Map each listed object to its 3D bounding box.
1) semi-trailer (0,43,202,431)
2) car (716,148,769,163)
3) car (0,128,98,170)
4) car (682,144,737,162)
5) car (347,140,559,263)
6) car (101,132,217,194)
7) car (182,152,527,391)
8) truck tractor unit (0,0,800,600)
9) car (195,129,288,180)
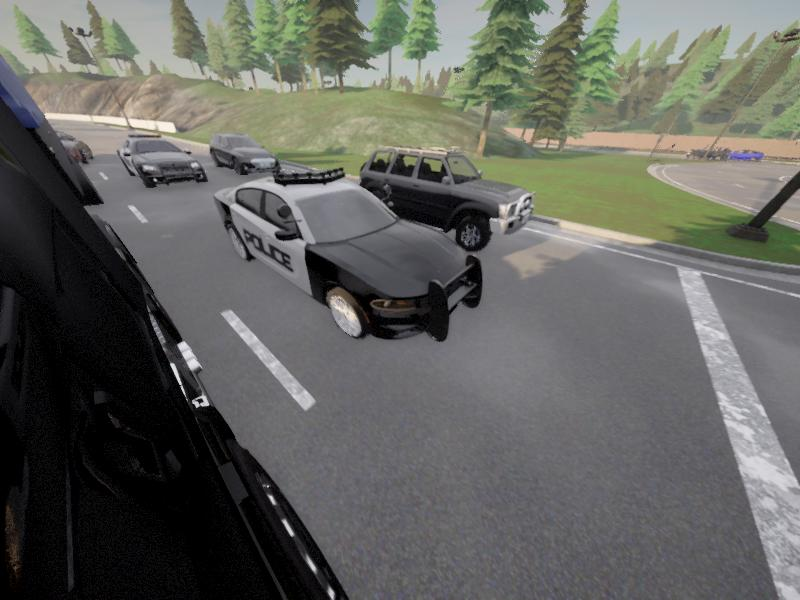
[{"bbox_3d":[-8.696,-3.609,4.226,14.254,4.402,2.717,28,44,30],"label":"semi-trailer"},{"bbox_3d":[55.821,-23.697,37.809,4.514,1.525,2.007,28,44,30],"label":"car"},{"bbox_3d":[-17.599,-7.767,11.748,1.994,1.385,4.181,-26,45,-33],"label":"car"},{"bbox_3d":[47.543,-22.812,35.725,4.605,1.855,1.932,28,44,30],"label":"car"},{"bbox_3d":[0.968,-2.872,5.997,4.605,1.855,1.932,28,44,30],"label":"car"},{"bbox_3d":[-9.960,-5.835,9.527,4.974,1.542,2.038,28,44,30],"label":"car"},{"bbox_3d":[-1.207,-1.201,3.817,5.238,1.638,1.930,28,44,30],"label":"car"},{"bbox_3d":[-2.645,-0.295,0.352,6.516,4.208,3.053,28,44,30],"label":"truck tractor unit"},{"bbox_3d":[-8.308,-7.730,12.085,4.856,1.649,2.033,29,44,29],"label":"car"}]
